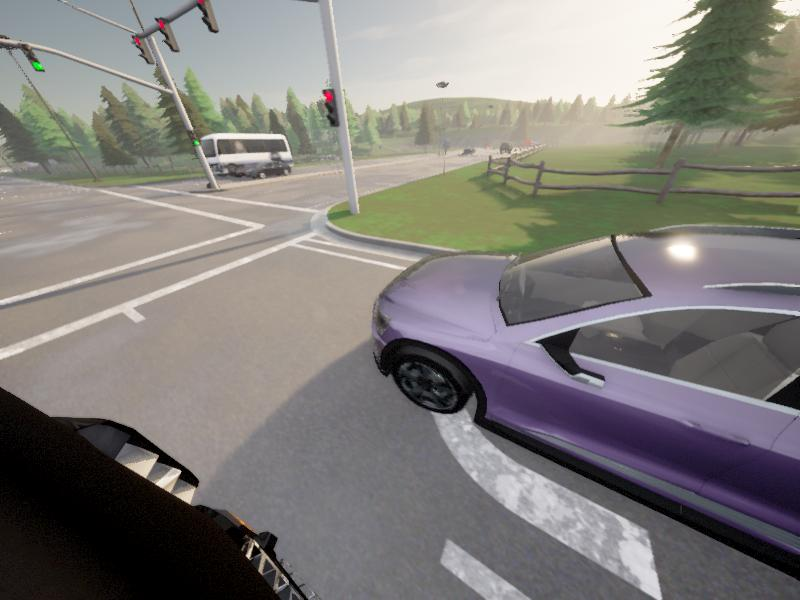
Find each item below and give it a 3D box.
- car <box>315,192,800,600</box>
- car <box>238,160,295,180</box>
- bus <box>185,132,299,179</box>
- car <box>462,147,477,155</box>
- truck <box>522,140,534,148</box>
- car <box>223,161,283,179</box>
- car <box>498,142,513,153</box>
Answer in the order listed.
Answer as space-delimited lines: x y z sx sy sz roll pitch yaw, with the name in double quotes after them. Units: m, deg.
2.004 0.325 1.844 4.856 1.649 2.033 16 38 26 "car"
-13.976 -13.899 24.609 1.837 1.490 4.892 15 38 25 "car"
-18.678 -18.078 28.764 3.944 4.253 10.273 15 38 25 "bus"
16.609 -35.626 55.180 1.837 1.490 4.892 16 38 26 "car"
46.445 -56.543 83.696 2.627 2.467 5.204 18 39 28 "truck"
-16.692 -15.041 26.622 2.033 1.411 5.357 15 38 25 "car"
25.837 -37.185 56.366 2.150 2.045 5.566 16 38 26 "car"
